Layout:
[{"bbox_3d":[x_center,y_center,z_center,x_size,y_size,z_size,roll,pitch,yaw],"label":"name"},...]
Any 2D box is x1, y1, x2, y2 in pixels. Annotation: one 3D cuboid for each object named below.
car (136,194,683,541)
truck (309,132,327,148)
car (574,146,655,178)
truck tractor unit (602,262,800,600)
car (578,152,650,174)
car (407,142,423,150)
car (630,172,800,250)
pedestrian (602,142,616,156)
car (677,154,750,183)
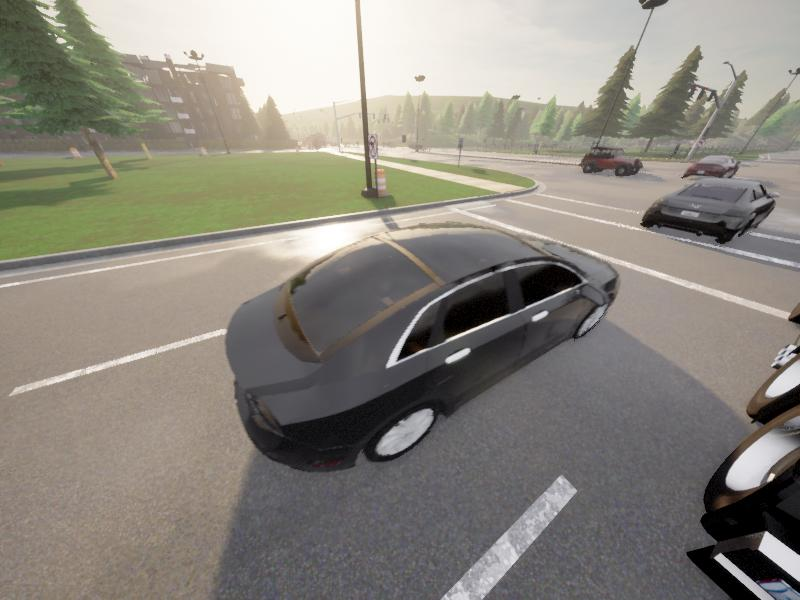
[{"bbox_3d":[0.798,-0.094,2.833,4.892,1.490,1.837,-18,39,-24],"label":"car"},{"bbox_3d":[-26.218,-50.991,73.678,2.891,3.827,8.468,-18,39,-25],"label":"truck"},{"bbox_3d":[16.648,-10.959,18.193,1.905,1.878,3.866,-18,39,-24],"label":"car"},{"bbox_3d":[5.106,-0.305,0.787,6.516,4.208,3.053,-18,39,-24],"label":"truck tractor unit"},{"bbox_3d":[18.997,-12.407,20.753,1.994,1.385,4.181,-19,39,-25],"label":"car"},{"bbox_3d":[3.937,-41.192,61.736,1.930,1.638,5.238,-18,39,-24],"label":"car"},{"bbox_3d":[9.587,-2.920,7.061,4.181,1.385,1.994,-18,39,-24],"label":"car"},{"bbox_3d":[33.818,-24.387,37.322,0.751,1.860,0.751,-15,38,-21],"label":"pedestrian"},{"bbox_3d":[22.238,-9.401,16.394,4.674,1.442,1.812,-18,39,-24],"label":"car"}]
